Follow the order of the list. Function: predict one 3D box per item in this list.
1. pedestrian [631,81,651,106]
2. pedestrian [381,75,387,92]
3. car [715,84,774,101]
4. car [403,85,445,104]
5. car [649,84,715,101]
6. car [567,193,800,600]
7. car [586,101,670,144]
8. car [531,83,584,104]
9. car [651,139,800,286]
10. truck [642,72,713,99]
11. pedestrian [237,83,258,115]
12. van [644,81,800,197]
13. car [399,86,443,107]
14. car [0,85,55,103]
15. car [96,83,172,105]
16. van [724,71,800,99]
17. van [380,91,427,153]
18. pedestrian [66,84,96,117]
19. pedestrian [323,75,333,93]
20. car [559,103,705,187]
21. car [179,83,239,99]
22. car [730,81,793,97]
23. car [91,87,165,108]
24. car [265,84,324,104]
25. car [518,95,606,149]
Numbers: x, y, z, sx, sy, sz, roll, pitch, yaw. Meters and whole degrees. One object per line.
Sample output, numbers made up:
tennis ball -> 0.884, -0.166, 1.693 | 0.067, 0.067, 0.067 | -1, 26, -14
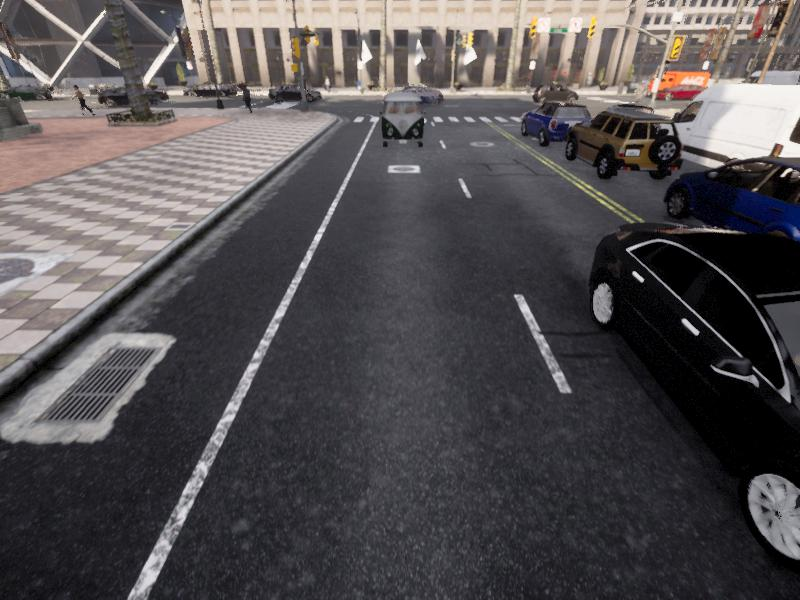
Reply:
pedestrian -> 20.853, -17.884, 34.674 | 0.751, 1.860, 0.751 | -2, 30, -4
pedestrian -> -2.040, -27.474, 50.753 | 0.751, 1.860, 0.751 | -1, 30, -2
car -> 34.496, -20.850, 40.173 | 3.806, 1.475, 1.970 | 0, 30, 1
car -> 2.180, -19.258, 37.444 | 3.806, 1.475, 1.970 | 0, 30, 0
car -> 28.255, -20.887, 40.232 | 4.792, 1.488, 2.163 | 0, 30, 1
car -> 3.541, 0.402, 3.830 | 1.837, 1.490, 4.892 | 0, 30, 0
car -> 10.658, -8.539, 19.077 | 1.845, 1.501, 3.633 | 0, 30, 1
car -> 14.569, -19.250, 37.305 | 3.988, 1.617, 1.851 | 0, 30, 1
car -> 7.079, -1.928, 7.702 | 1.851, 1.617, 3.988 | 0, 30, 0
truck -> 29.655, -23.074, 42.990 | 5.204, 2.467, 2.627 | 0, 30, 1
pedestrian -> -10.285, -13.569, 26.989 | 0.751, 1.860, 0.751 | 8, 31, 13
van -> 10.630, -5.356, 12.639 | 1.988, 2.561, 5.915 | 0, 30, 0
car -> 1.755, -17.517, 34.417 | 3.633, 1.501, 1.845 | 0, 30, 0
car -> -37.030, -20.345, 39.396 | 4.181, 1.385, 1.994 | -14, 33, -23
car -> -24.373, -19.031, 36.885 | 5.238, 1.638, 1.930 | -6, 31, -11
van -> 38.881, -23.071, 42.877 | 5.915, 2.561, 1.988 | 0, 30, 1
van -> 0.112, -7.938, 17.596 | 1.775, 1.987, 4.442 | 0, 30, 0
pedestrian -> -20.393, -12.779, 25.636 | 0.751, 1.860, 0.751 | -8, 31, -13
pedestrian -> -8.629, -25.936, 48.122 | 0.751, 1.860, 0.751 | -15, 34, -24
car -> 7.127, -5.213, 13.046 | 1.932, 1.855, 4.605 | 0, 30, 0
car -> -20.602, -22.736, 43.462 | 5.357, 1.411, 2.033 | -2, 30, -4
car -> 41.342, -24.190, 45.882 | 4.792, 1.488, 2.163 | 0, 30, 0
car -> -23.015, -17.280, 34.088 | 4.674, 1.442, 1.812 | -5, 31, -8
car -> -9.775, -19.313, 37.500 | 4.902, 1.511, 2.128 | 0, 30, 0
car -> 7.147, -8.233, 18.290 | 2.097, 1.767, 4.553 | 0, 30, 1
